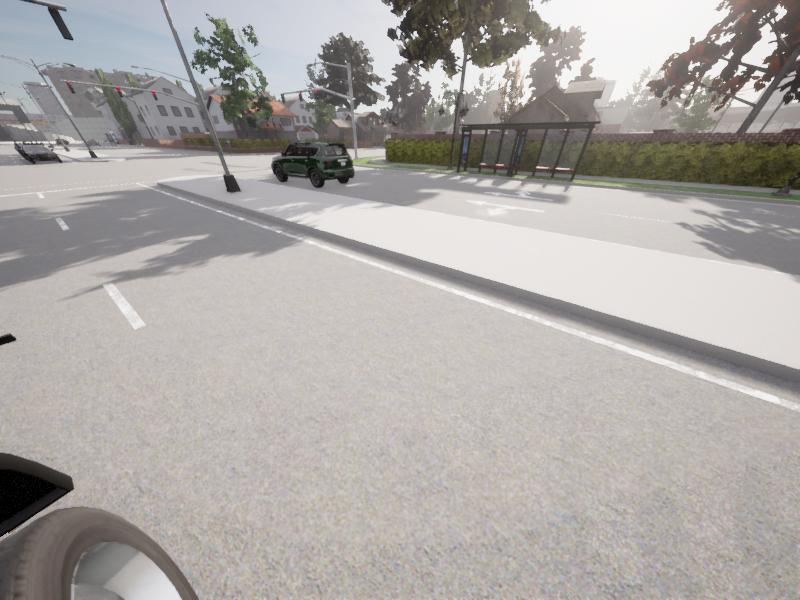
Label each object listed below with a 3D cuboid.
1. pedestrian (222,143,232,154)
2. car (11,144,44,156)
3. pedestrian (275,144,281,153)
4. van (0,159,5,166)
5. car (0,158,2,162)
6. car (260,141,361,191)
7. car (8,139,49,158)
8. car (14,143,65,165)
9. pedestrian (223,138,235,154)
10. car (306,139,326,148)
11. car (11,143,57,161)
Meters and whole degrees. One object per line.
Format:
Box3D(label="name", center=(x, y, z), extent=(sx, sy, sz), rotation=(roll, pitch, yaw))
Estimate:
Box3D(label="pedestrian", center=(-25.402, -22.309, 33.987), extent=(0.751, 1.300, 0.751), rotation=(-18, 39, -24))
Box3D(label="car", center=(-52.355, -21.139, 32.437), extent=(4.718, 1.301, 1.895), rotation=(22, 41, 28))
Box3D(label="pedestrian", center=(-19.695, -24.491, 37.299), extent=(0.500, 1.100, 0.500), rotation=(22, 41, 28))
Box3D(label="van", center=(-38.053, -13.167, 20.571), extent=(4.480, 2.038, 2.069), rotation=(22, 41, 28))
Box3D(label="car", center=(-44.026, -15.531, 24.028), extent=(4.605, 1.855, 1.932), rotation=(22, 41, 28))
Box3D(label="car", center=(-5.134, -7.867, 13.271), extent=(5.566, 2.045, 2.150), rotation=(22, 41, 28))
Box3D(label="car", center=(-46.981, -19.196, 29.200), extent=(3.866, 1.878, 1.905), rotation=(22, 41, 28))
Box3D(label="car", center=(-35.938, -14.627, 23.007), extent=(5.238, 1.638, 1.930), rotation=(22, 40, 27))
Box3D(label="pedestrian", center=(-24.861, -22.388, 33.616), extent=(0.751, 1.860, 0.751), rotation=(-29, 45, -35))
Box3D(label="car", center=(-18.306, -34.310, 50.622), extent=(3.806, 1.475, 1.970), rotation=(22, 41, 28))
Box3D(label="car", center=(-41.760, -16.906, 26.340), extent=(4.792, 1.488, 2.163), rotation=(22, 41, 28))
